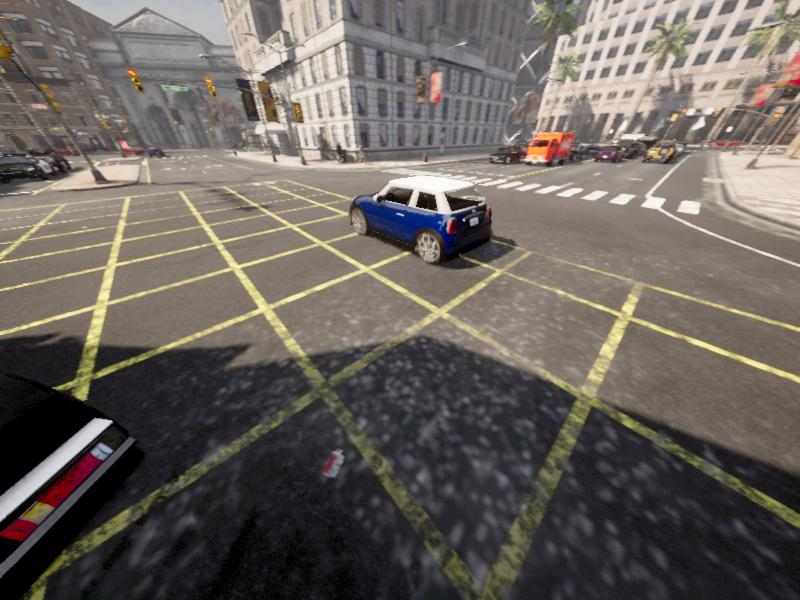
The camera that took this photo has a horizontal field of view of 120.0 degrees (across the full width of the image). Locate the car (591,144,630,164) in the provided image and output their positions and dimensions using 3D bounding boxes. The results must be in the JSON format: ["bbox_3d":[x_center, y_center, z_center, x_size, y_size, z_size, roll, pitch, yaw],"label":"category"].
[{"bbox_3d":[21.666,-15.047,23.726,4.193,1.474,1.816,-28,43,-33],"label":"car"}]

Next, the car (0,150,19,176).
[{"bbox_3d":[-34.032,-11.046,18.657,1.930,1.638,5.238,-28,44,-33],"label":"car"}]

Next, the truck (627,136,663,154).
[{"bbox_3d":[37.169,-23.505,34.975,6.274,2.098,2.390,-28,43,-33],"label":"truck"}]

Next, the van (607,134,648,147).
[{"bbox_3d":[54.618,-38.502,55.722,2.351,2.431,6.366,-28,43,-33],"label":"van"}]

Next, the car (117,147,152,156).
[{"bbox_3d":[-45.808,-25.656,39.842,4.718,1.301,1.895,12,37,17],"label":"car"}]

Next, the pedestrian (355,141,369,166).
[{"bbox_3d":[-3.352,-12.971,20.478,0.751,1.860,0.751,8,36,12],"label":"pedestrian"}]

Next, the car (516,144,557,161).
[{"bbox_3d":[16.320,-17.643,27.551,5.357,1.411,2.033,-28,44,-33],"label":"car"}]

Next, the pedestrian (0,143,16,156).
[{"bbox_3d":[-68.621,-26.281,40.241,0.751,1.860,0.751,14,38,19],"label":"pedestrian"}]

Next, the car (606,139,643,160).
[{"bbox_3d":[26.072,-17.544,26.847,3.866,1.878,1.905,-28,43,-33],"label":"car"}]

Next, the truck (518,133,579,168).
[{"bbox_3d":[13.788,-13.990,21.469,5.204,2.467,2.627,-28,44,-34],"label":"truck"}]

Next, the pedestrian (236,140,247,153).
[{"bbox_3d":[-27.833,-26.849,40.496,0.751,1.860,0.751,19,40,26],"label":"pedestrian"}]

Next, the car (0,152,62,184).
[{"bbox_3d":[-26.820,-9.481,16.436,2.038,1.542,4.974,-28,44,-33],"label":"car"}]

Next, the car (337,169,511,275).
[{"bbox_3d":[0.342,-2.306,5.936,1.970,1.475,3.806,-28,44,-33],"label":"car"}]

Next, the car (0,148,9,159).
[{"bbox_3d":[-62.473,-21.358,33.314,5.566,2.045,2.150,-28,43,-33],"label":"car"}]

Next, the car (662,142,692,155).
[{"bbox_3d":[40.774,-22.392,33.959,5.357,1.411,2.033,-27,43,-33],"label":"car"}]

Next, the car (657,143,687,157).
[{"bbox_3d":[35.404,-19.504,30.020,4.718,1.301,1.895,-28,43,-33],"label":"car"}]

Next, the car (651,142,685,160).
[{"bbox_3d":[30.953,-17.252,26.681,3.633,1.501,1.845,-28,43,-33],"label":"car"}]

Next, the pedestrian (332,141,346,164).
[{"bbox_3d":[-5.922,-14.472,22.642,0.751,1.860,0.751,28,44,34],"label":"pedestrian"}]

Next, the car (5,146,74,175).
[{"bbox_3d":[-31.032,-12.258,20.130,1.932,1.855,4.605,-28,44,-33],"label":"car"}]

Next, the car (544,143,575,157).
[{"bbox_3d":[21.852,-20.552,31.626,4.181,1.385,1.994,-28,44,-33],"label":"car"}]

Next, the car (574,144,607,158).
[{"bbox_3d":[24.541,-19.239,29.726,4.181,1.385,1.994,-27,43,-32],"label":"car"}]

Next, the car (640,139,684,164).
[{"bbox_3d":[26.324,-14.954,23.181,4.605,1.855,1.932,-28,43,-33],"label":"car"}]

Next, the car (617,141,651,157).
[{"bbox_3d":[31.100,-20.122,30.654,5.238,1.638,1.930,-27,43,-33],"label":"car"}]

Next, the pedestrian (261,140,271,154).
[{"bbox_3d":[-22.254,-25.320,38.251,0.751,1.860,0.751,-26,43,-32],"label":"pedestrian"}]

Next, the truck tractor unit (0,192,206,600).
[{"bbox_3d":[-5.359,0.141,0.156,6.516,4.208,3.053,3,35,5],"label":"truck tractor unit"}]

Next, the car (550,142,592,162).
[{"bbox_3d":[19.002,-16.439,25.593,5.238,1.638,1.930,-28,43,-33],"label":"car"}]

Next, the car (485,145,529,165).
[{"bbox_3d":[10.919,-14.784,23.480,4.892,1.490,1.837,-28,44,-33],"label":"car"}]
